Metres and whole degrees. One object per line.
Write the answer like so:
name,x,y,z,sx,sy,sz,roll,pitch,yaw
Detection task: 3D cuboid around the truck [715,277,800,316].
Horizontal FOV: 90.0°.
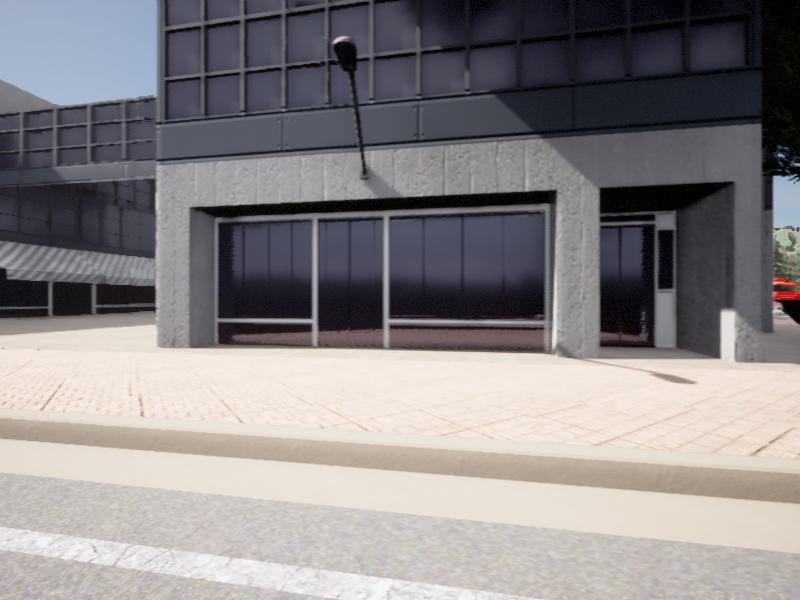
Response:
truck,24.996,-0.239,27.869,2.627,2.467,5.204,0,0,11
